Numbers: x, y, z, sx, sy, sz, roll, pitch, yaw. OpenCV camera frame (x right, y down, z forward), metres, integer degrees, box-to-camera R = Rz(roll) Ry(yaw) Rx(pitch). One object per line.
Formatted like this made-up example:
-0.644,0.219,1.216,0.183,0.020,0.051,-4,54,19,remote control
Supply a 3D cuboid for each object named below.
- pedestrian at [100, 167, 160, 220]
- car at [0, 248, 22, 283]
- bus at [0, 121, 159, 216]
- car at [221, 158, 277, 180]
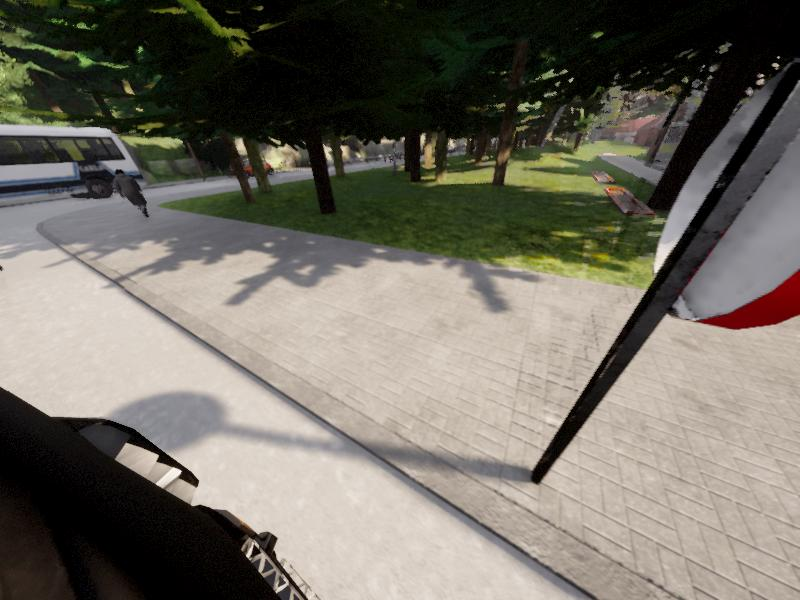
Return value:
-11.042,-4.398,9.543,0.751,1.860,0.751,-22,38,-26,pedestrian
-11.843,-1.271,5.552,5.357,1.411,2.033,16,38,26,car
-23.016,-8.019,14.024,3.944,4.253,10.273,7,35,15,bus
-16.668,-14.695,25.787,2.097,1.767,4.553,16,38,26,car
